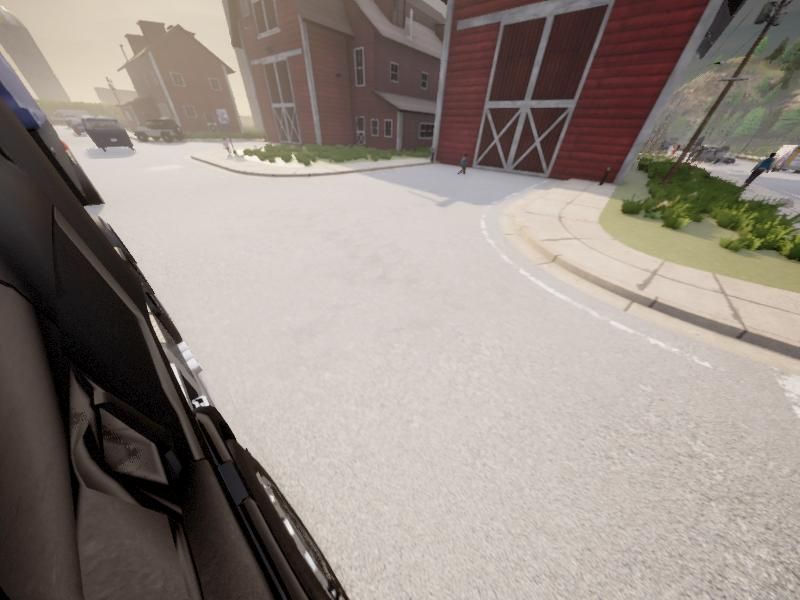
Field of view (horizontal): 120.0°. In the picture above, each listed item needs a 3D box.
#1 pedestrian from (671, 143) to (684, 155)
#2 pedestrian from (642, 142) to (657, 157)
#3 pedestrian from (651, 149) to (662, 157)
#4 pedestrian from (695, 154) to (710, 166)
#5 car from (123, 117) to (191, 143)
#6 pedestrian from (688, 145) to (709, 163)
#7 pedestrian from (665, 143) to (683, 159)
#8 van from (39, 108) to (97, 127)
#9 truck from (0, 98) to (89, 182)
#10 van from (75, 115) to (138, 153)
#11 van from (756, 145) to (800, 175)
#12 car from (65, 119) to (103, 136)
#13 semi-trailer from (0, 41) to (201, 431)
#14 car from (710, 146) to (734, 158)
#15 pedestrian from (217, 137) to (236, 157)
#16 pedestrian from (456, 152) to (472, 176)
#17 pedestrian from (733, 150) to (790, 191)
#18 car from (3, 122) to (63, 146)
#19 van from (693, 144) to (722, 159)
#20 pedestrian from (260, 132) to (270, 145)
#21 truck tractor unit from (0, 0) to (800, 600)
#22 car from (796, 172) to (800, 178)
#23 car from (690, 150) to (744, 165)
[{"bbox_3d":[52.747,-28.717,43.985,0.751,1.860,0.751,30,44,32],"label":"pedestrian"},{"bbox_3d":[38.116,-22.991,35.314,0.751,1.860,0.751,30,45,32],"label":"pedestrian"},{"bbox_3d":[39.345,-22.566,35.462,0.500,1.100,0.500,11,37,11],"label":"pedestrian"},{"bbox_3d":[34.397,-15.974,26.271,0.500,1.100,0.500,-22,43,-30],"label":"pedestrian"},{"bbox_3d":[-23.732,-16.720,22.726,3.866,1.878,1.905,-1,42,-2],"label":"car"},{"bbox_3d":[37.914,-18.593,29.388,0.751,1.860,0.751,-24,44,-32],"label":"pedestrian"},{"bbox_3d":[40.835,-22.197,34.427,0.751,1.860,0.751,21,40,23],"label":"pedestrian"},{"bbox_3d":[-65.477,-36.077,45.730,1.988,2.561,5.915,29,44,31],"label":"van"},{"bbox_3d":[-16.204,-6.822,9.710,5.204,2.467,2.627,28,43,30],"label":"truck"},{"bbox_3d":[-21.519,-12.231,16.936,4.442,1.987,1.775,29,44,30],"label":"van"},{"bbox_3d":[43.550,-15.676,25.664,2.351,2.431,6.366,29,44,31],"label":"van"},{"bbox_3d":[-39.397,-21.548,28.781,4.792,1.488,2.163,28,43,30],"label":"car"},{"bbox_3d":[-8.690,-3.605,4.245,14.254,4.402,2.717,28,43,30],"label":"semi-trailer"},{"bbox_3d":[67.836,-31.304,48.754,1.905,1.878,3.866,29,44,31],"label":"car"},{"bbox_3d":[-11.573,-10.211,15.419,0.500,1.100,0.500,25,42,27],"label":"pedestrian"},{"bbox_3d":[3.617,-7.714,13.129,0.500,1.100,0.500,29,44,30],"label":"pedestrian"},{"bbox_3d":[20.185,-7.250,12.961,0.751,1.860,0.751,29,44,30],"label":"pedestrian"},{"bbox_3d":[-29.497,-13.483,18.682,4.181,1.385,1.994,28,44,30],"label":"car"},{"bbox_3d":[57.997,-28.126,43.689,2.069,2.038,4.480,29,44,31],"label":"van"},{"bbox_3d":[-14.343,-17.171,24.600,0.500,1.100,0.500,27,43,29],"label":"pedestrian"},{"bbox_3d":[-2.645,-0.295,0.351,6.516,4.208,3.053,28,44,30],"label":"truck tractor unit"},{"bbox_3d":[37.160,-11.159,19.917,1.845,1.501,3.633,29,44,31],"label":"car"},{"bbox_3d":[44.216,-19.985,32.388,1.994,1.385,4.181,3,37,0],"label":"car"}]
